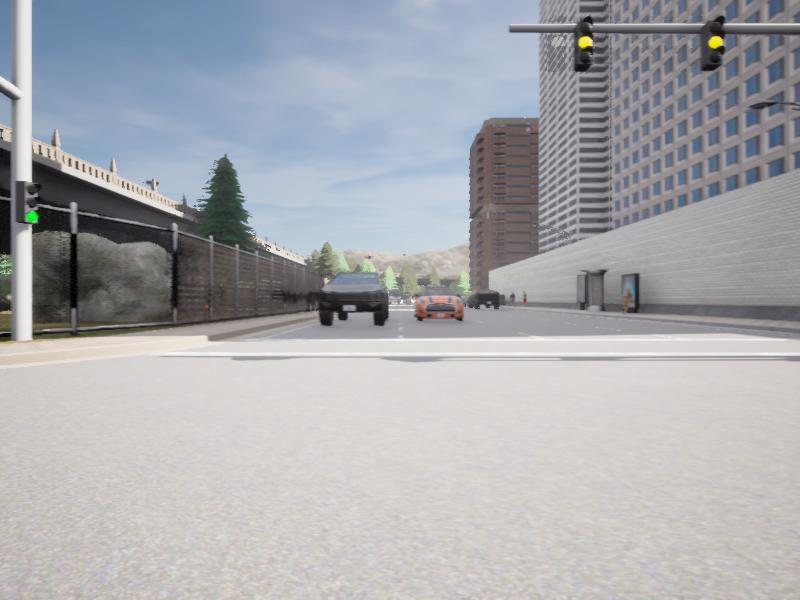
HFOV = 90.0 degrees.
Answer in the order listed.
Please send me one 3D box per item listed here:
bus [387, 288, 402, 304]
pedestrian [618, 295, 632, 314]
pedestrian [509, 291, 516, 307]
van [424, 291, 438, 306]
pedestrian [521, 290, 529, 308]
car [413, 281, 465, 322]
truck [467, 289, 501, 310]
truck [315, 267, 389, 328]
[{"bbox_3d":[-1.445,-1.093,108.718,3.944,4.253,10.273,0,0,0],"label":"bus"},{"bbox_3d":[12.663,0.253,22.548,0.500,1.100,0.500,0,0,-2],"label":"pedestrian"},{"bbox_3d":[13.528,-0.111,48.059,0.751,1.860,0.751,0,0,9],"label":"pedestrian"},{"bbox_3d":[5.364,-0.281,69.047,1.988,2.561,5.915,0,0,0],"label":"van"},{"bbox_3d":[13.556,-0.114,43.441,0.751,1.860,0.751,0,0,13],"label":"pedestrian"},{"bbox_3d":[1.769,0.083,19.538,2.097,1.767,4.553,0,0,0],"label":"car"},{"bbox_3d":[8.811,-0.058,42.627,2.390,2.098,6.274,0,0,0],"label":"truck"},{"bbox_3d":[-1.736,-0.070,16.903,2.390,2.098,6.274,0,0,0],"label":"truck"}]
